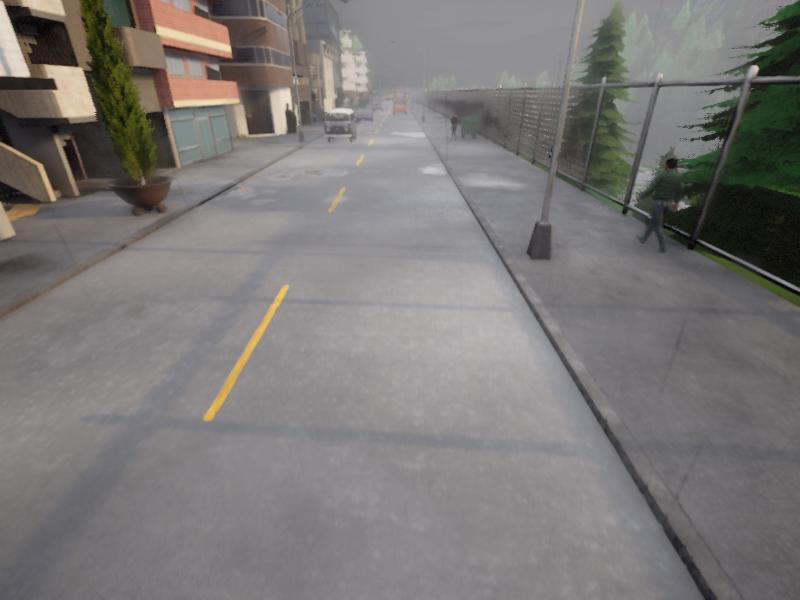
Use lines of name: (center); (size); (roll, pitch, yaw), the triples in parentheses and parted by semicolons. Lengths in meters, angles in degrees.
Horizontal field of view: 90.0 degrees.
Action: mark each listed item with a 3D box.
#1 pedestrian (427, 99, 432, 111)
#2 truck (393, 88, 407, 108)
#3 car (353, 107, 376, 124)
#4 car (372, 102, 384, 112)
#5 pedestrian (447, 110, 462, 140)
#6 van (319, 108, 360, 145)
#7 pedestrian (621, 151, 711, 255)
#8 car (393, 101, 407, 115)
pedestrian: (5.163, -34.328, 70.450); (0.751, 1.860, 0.751); (-1, 27, -1)
truck: (-0.032, -45.371, 89.921); (2.891, 3.827, 8.468); (0, 27, 0)
car: (-4.017, -21.224, 45.902); (2.163, 1.488, 4.792); (0, 27, 0)
car: (-4.026, -35.545, 73.533); (1.816, 1.474, 4.193); (0, 27, 0)
pedestrian: (3.669, -11.845, 27.074); (0.751, 1.860, 0.751); (-4, 28, -8)
van: (-4.009, -11.972, 27.454); (2.069, 2.038, 4.480); (0, 27, 0)
pedestrian: (5.144, -1.890, 7.857); (0.751, 1.860, 0.751); (-1, 27, -2)
car: (-0.024, -30.496, 63.440); (2.097, 1.767, 4.553); (0, 27, 0)
